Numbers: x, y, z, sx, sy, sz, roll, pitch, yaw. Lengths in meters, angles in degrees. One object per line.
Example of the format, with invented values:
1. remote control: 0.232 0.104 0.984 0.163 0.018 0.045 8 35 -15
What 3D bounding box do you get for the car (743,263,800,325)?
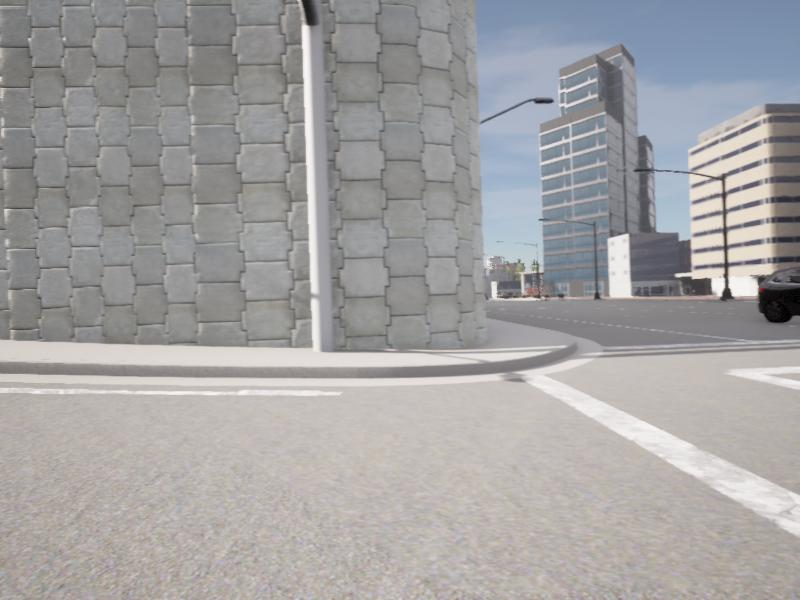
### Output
1. car: 11.963 -0.194 10.232 2.242 1.667 4.611 -2 0 -2
